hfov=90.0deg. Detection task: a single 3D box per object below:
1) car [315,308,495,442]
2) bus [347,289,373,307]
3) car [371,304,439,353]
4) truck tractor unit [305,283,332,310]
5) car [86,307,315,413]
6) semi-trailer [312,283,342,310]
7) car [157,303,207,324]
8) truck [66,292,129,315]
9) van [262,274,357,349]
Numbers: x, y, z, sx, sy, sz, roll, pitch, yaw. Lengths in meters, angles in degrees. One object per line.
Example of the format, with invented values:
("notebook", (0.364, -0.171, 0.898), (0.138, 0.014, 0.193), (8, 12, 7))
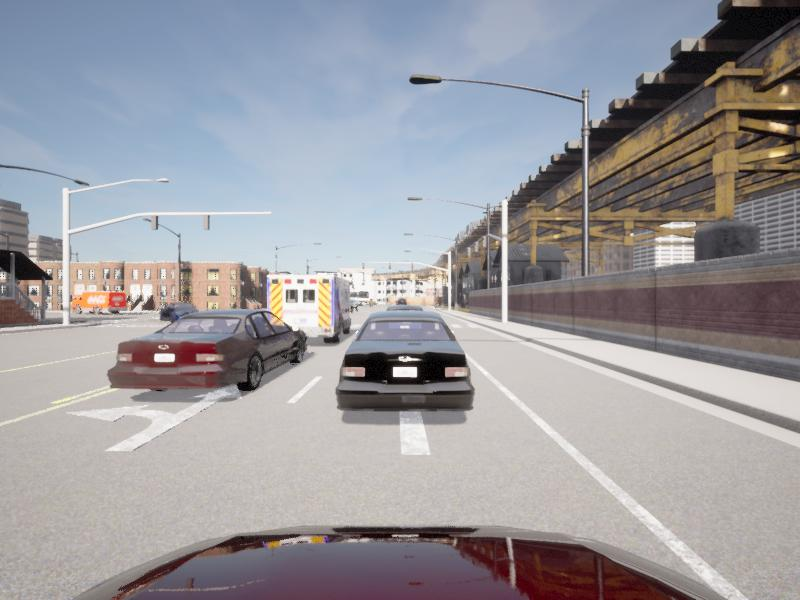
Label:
("car", (0.088, 0.895, 7.195), (2.033, 1.411, 5.357), (0, 0, 1))
("bus", (-10.350, -0.532, 102.401), (3.944, 4.253, 10.273), (1, 0, -21))
("car", (0.178, 0.895, 14.747), (2.033, 1.411, 5.357), (0, 0, 1))
("truck tractor unit", (-13.222, -0.519, 65.751), (3.053, 4.208, 6.516), (0, 0, 0))
("car", (-3.400, 0.894, 8.345), (2.033, 1.411, 5.357), (0, 0, 1))
("semi-trailer", (-13.147, -0.617, 73.666), (2.717, 4.402, 14.254), (0, 0, 1))
("car", (-15.921, 0.907, 29.137), (4.181, 1.385, 1.994), (0, 0, 44))
("truck", (-32.892, 0.356, 43.523), (5.204, 2.467, 2.627), (0, 0, 11))
("van", (-3.303, 0.378, 16.290), (2.351, 2.431, 6.366), (0, 0, 1))
